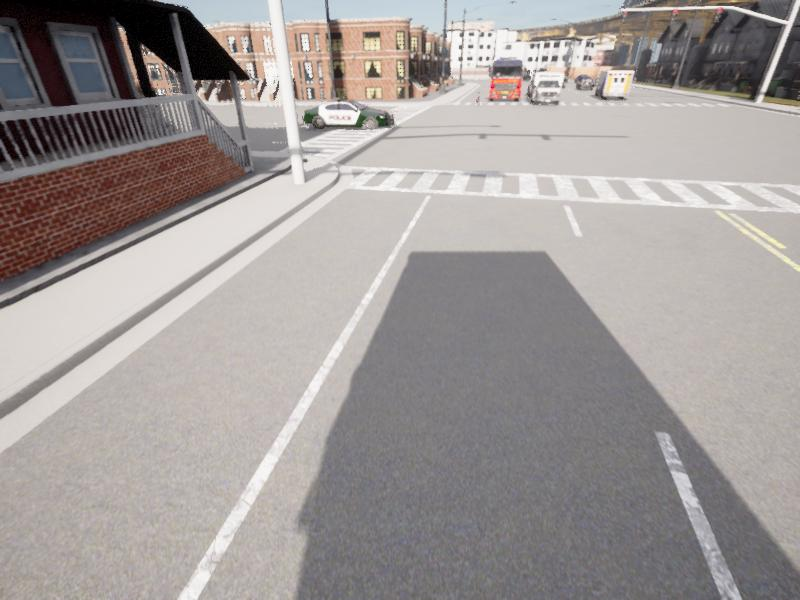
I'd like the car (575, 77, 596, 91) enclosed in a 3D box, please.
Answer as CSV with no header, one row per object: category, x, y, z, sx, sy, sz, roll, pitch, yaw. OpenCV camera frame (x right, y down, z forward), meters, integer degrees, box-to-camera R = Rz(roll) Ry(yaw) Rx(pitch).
car,25.273,-29.606,54.695,1.789,1.549,3.705,6,31,12

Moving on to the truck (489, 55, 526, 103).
truck,10.805,-22.457,40.544,2.891,3.827,8.468,6,31,12

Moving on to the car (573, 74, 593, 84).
car,33.152,-40.088,72.612,1.812,1.442,4.674,1,30,3

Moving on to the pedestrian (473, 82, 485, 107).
pedestrian,6.739,-17.579,34.177,0.751,1.860,0.751,11,32,19

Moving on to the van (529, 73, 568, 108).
van,12.898,-18.564,35.197,2.351,2.431,6.366,6,31,12

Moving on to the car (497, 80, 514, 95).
car,12.976,-26.145,49.136,1.837,1.490,4.892,6,31,12

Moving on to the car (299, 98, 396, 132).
car,-2.887,-10.614,22.837,4.974,1.542,2.038,5,31,10

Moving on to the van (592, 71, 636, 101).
van,21.482,-21.818,40.567,2.351,2.431,6.366,7,31,12
